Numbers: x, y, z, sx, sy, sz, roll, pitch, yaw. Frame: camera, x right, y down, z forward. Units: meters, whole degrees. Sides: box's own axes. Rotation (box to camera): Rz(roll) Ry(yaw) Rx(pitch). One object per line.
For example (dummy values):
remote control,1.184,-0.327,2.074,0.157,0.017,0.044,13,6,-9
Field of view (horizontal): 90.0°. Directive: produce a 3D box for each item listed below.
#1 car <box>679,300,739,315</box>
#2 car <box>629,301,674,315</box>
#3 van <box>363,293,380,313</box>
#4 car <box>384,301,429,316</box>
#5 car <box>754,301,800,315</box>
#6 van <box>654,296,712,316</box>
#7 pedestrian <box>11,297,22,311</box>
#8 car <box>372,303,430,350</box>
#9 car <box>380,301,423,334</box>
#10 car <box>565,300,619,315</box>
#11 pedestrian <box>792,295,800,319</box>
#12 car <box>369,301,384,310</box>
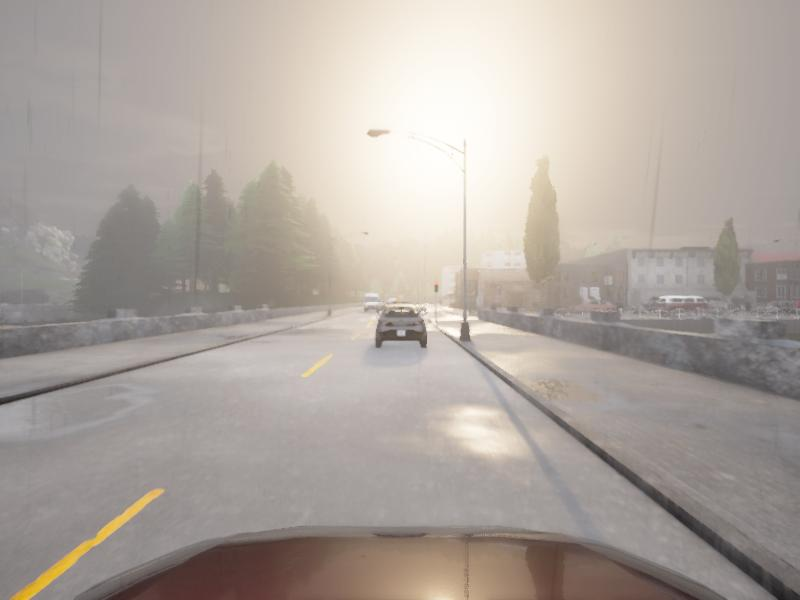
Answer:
car,34.421,0.785,44.617,5.238,1.638,1.930,0,0,0
car,27.975,0.867,44.639,3.806,1.475,1.970,0,0,0
van,-3.791,0.339,53.982,1.988,2.561,5.915,0,0,0
car,0.661,0.841,42.831,4.514,1.525,2.007,0,0,40
car,42.195,0.866,44.591,3.806,1.475,1.970,0,0,0
van,28.674,0.583,40.644,4.480,2.038,2.069,0,0,0
pedestrian,-52.299,0.550,54.503,0.751,1.860,0.751,0,0,-1
car,0.042,0.859,14.807,1.816,1.474,4.193,0,0,0
car,0.069,0.833,21.407,2.038,1.542,4.974,0,0,0
car,21.400,0.794,44.662,5.027,1.651,2.152,0,0,0
pedestrian,32.285,0.546,32.147,0.751,1.860,0.751,0,0,1
car,-3.760,0.871,65.341,2.163,1.488,4.792,0,0,0
